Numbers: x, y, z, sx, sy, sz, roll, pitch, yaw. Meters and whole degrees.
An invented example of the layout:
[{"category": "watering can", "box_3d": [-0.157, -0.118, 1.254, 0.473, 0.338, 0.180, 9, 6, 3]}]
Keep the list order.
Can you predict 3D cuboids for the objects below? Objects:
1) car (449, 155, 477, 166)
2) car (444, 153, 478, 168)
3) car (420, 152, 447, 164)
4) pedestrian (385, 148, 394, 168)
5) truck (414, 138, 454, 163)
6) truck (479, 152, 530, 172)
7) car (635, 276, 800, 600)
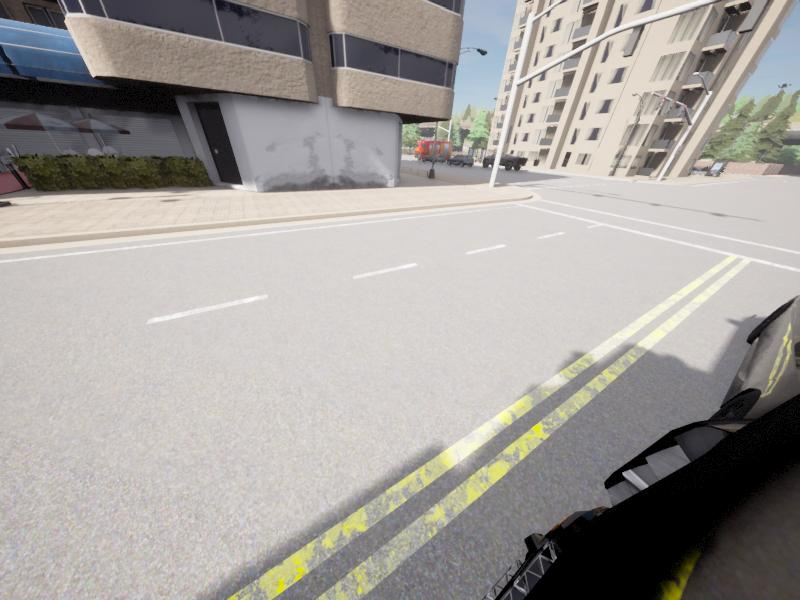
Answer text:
[{"category": "car", "box_3d": [10.675, -23.846, 39.464, 1.994, 1.385, 4.181, -16, 38, -26]}, {"category": "car", "box_3d": [9.292, -21.504, 35.593, 2.033, 1.649, 4.856, -16, 38, -26]}, {"category": "car", "box_3d": [5.775, -24.869, 40.494, 2.128, 1.511, 4.902, -16, 38, -26]}, {"category": "pedestrian", "box_3d": [-1.167, -15.391, 25.044, 0.751, 1.860, 0.751, -13, 37, -23]}, {"category": "truck", "box_3d": [6.309, -29.214, 44.988, 2.891, 3.827, 8.468, -16, 38, -26]}, {"category": "truck", "box_3d": [14.873, -20.013, 33.355, 2.390, 2.098, 6.274, -16, 38, -26]}, {"category": "car", "box_3d": [4.391, 0.784, 1.729, 4.514, 1.525, 2.007, -16, 38, -26]}]
